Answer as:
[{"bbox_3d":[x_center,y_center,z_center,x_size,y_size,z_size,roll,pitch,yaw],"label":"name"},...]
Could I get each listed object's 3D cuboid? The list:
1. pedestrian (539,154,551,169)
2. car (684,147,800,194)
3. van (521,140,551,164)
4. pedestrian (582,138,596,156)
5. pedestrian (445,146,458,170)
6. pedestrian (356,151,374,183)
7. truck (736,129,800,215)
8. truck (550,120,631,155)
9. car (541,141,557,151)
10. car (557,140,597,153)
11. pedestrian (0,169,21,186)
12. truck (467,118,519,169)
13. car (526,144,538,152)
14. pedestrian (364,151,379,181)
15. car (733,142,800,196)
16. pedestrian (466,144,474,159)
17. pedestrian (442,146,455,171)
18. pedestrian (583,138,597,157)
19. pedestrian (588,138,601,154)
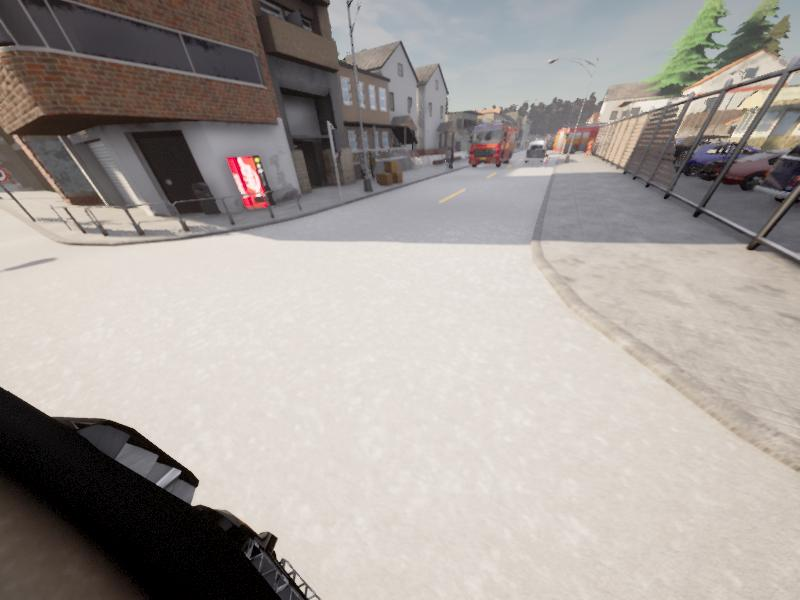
[{"bbox_3d":[12.535,-12.016,20.001,0.500,1.100,0.500,1,34,5],"label":"pedestrian"},{"bbox_3d":[15.495,-5.005,8.859,5.357,1.415,2.033,16,38,26],"label":"car"},{"bbox_3d":[15.066,-16.319,25.468,2.069,2.038,4.480,16,38,26],"label":"van"},{"bbox_3d":[24.002,-19.432,29.382,0.751,1.860,0.751,16,38,26],"label":"pedestrian"},{"bbox_3d":[4.769,-13.222,21.549,0.751,1.860,0.751,-24,39,-29],"label":"pedestrian"},{"bbox_3d":[-2.394,-9.144,15.963,0.751,1.860,0.751,13,37,22],"label":"pedestrian"},{"bbox_3d":[13.356,-3.336,5.953,4.478,2.038,2.069,16,38,26],"label":"truck"},{"bbox_3d":[28.792,-24.716,35.410,8.468,3.827,2.891,0,34,4],"label":"truck"},{"bbox_3d":[32.898,-33.964,50.945,2.242,1.667,4.611,17,38,27],"label":"car"},{"bbox_3d":[30.373,-26.390,39.794,5.027,1.651,2.152,21,41,31],"label":"car"},{"bbox_3d":[-51.704,-16.187,30.454,0.751,1.860,0.751,-24,39,-29],"label":"pedestrian"},{"bbox_3d":[10.000,-16.496,24.521,2.891,3.827,8.468,16,38,26],"label":"truck"},{"bbox_3d":[32.795,-37.906,57.431,1.837,1.490,4.892,16,38,26],"label":"car"},{"bbox_3d":[-2.060,-9.765,16.871,0.751,1.860,0.751,5,34,12],"label":"pedestrian"},{"bbox_3d":[15.744,-5.138,8.910,1.789,1.547,3.705,16,38,26],"label":"car"},{"bbox_3d":[10.823,-23.037,35.839,0.751,1.860,0.751,17,39,28],"label":"pedestrian"},{"bbox_3d":[4.419,-12.848,21.014,0.751,1.860,0.751,25,43,36],"label":"pedestrian"},{"bbox_3d":[23.305,-18.698,28.333,0.751,1.860,0.751,16,38,26],"label":"pedestrian"},{"bbox_3d":[26.884,-21.287,31.945,0.751,1.860,0.751,10,36,18],"label":"pedestrian"}]
